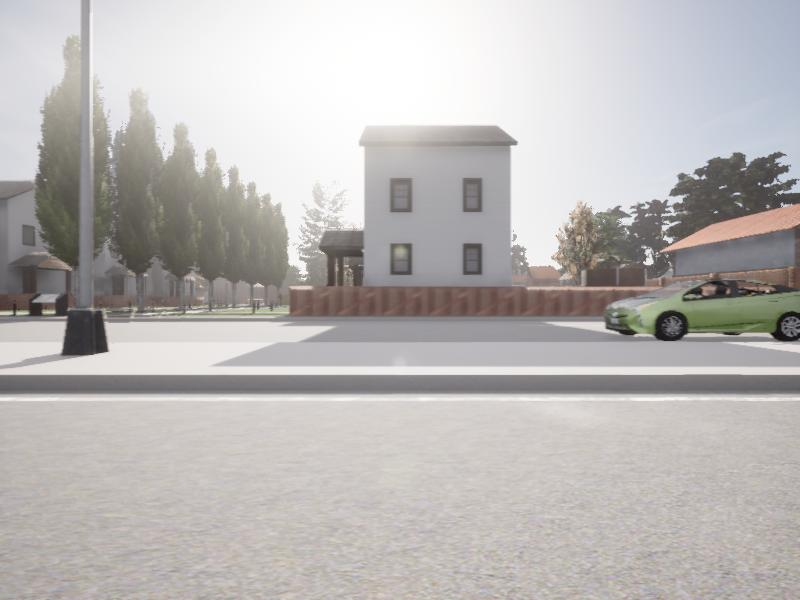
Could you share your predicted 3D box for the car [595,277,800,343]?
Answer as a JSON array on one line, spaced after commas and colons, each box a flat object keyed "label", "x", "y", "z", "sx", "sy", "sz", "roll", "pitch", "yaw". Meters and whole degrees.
[{"label": "car", "x": 7.725, "y": 0.226, "z": 10.199, "sx": 4.514, "sy": 1.525, "sz": 2.007, "roll": 0, "pitch": 0, "yaw": 0}]

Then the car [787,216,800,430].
[{"label": "car", "x": 5.682, "y": 0.170, "z": 2.198, "sx": 5.238, "sy": 1.638, "sz": 1.930, "roll": 0, "pitch": 0, "yaw": 0}]
